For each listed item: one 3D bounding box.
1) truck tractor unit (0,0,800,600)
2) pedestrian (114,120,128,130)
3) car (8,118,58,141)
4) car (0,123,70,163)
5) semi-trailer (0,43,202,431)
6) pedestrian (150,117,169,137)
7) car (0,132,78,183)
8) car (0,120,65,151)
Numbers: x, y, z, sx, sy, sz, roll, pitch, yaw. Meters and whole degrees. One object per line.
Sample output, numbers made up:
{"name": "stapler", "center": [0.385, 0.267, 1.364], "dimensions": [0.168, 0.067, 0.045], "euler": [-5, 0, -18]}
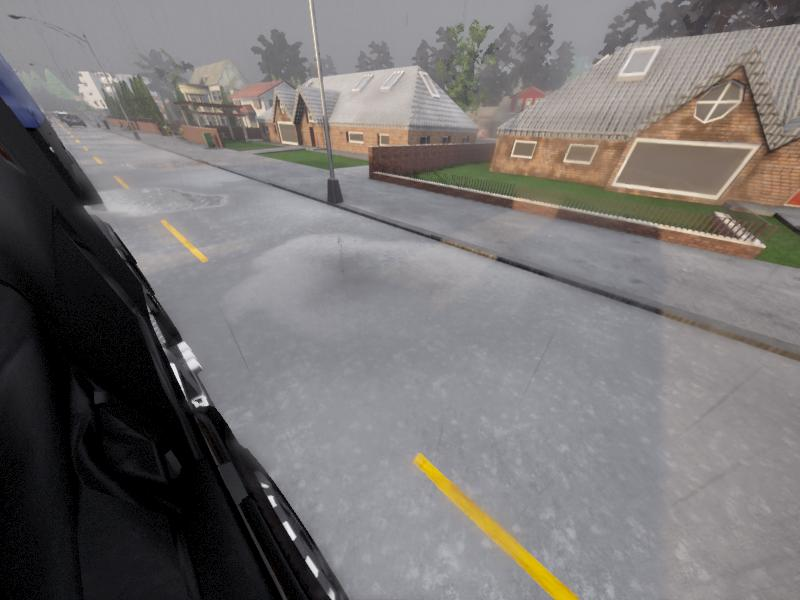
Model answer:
{"name": "truck tractor unit", "center": [-2.645, -0.295, 0.351], "dimensions": [6.516, 4.208, 3.053], "euler": [28, 44, 30]}
{"name": "pedestrian", "center": [-45.040, -28.284, 37.288], "dimensions": [0.751, 1.300, 0.751], "euler": [10, 37, 9]}
{"name": "car", "center": [-33.312, -15.548, 21.082], "dimensions": [4.193, 1.474, 1.816], "euler": [28, 44, 30]}
{"name": "car", "center": [-20.589, -8.775, 12.792], "dimensions": [4.514, 1.525, 2.007], "euler": [28, 44, 30]}
{"name": "semi-trailer", "center": [-8.695, -3.610, 4.228], "dimensions": [14.254, 4.402, 2.717], "euler": [28, 44, 30]}
{"name": "pedestrian", "center": [-28.484, -20.415, 27.352], "dimensions": [0.751, 1.860, 0.751], "euler": [28, 44, 30]}
{"name": "car", "center": [-15.667, -6.069, 9.646], "dimensions": [4.181, 1.385, 1.994], "euler": [28, 44, 30]}
{"name": "car", "center": [-25.730, -11.520, 16.136], "dimensions": [4.514, 1.525, 2.007], "euler": [28, 44, 30]}
